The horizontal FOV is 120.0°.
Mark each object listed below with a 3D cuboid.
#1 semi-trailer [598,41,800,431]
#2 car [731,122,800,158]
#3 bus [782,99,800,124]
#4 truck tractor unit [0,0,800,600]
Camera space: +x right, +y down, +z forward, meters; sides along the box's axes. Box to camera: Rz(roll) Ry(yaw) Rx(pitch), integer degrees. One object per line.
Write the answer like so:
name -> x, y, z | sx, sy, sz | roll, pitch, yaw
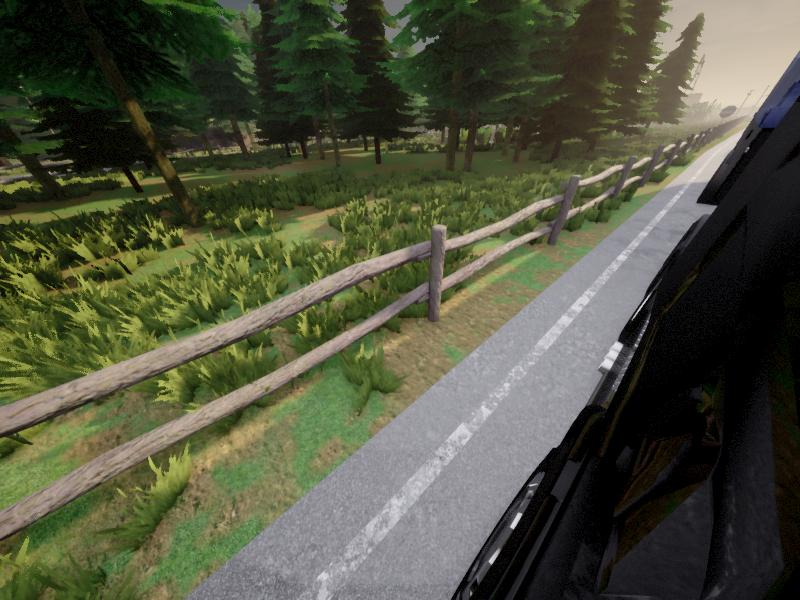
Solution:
semi-trailer -> 8.687, -3.615, 4.235 | 14.254, 4.402, 2.717 | -28, 44, -30
car -> 22.525, -9.789, 14.022 | 4.902, 1.511, 2.128 | -28, 43, -29
bus -> 75.408, -35.155, 42.266 | 10.273, 4.253, 3.944 | -27, 43, -29
truck tractor unit -> 2.645, -0.295, 0.351 | 6.516, 4.208, 3.053 | -28, 44, -30
